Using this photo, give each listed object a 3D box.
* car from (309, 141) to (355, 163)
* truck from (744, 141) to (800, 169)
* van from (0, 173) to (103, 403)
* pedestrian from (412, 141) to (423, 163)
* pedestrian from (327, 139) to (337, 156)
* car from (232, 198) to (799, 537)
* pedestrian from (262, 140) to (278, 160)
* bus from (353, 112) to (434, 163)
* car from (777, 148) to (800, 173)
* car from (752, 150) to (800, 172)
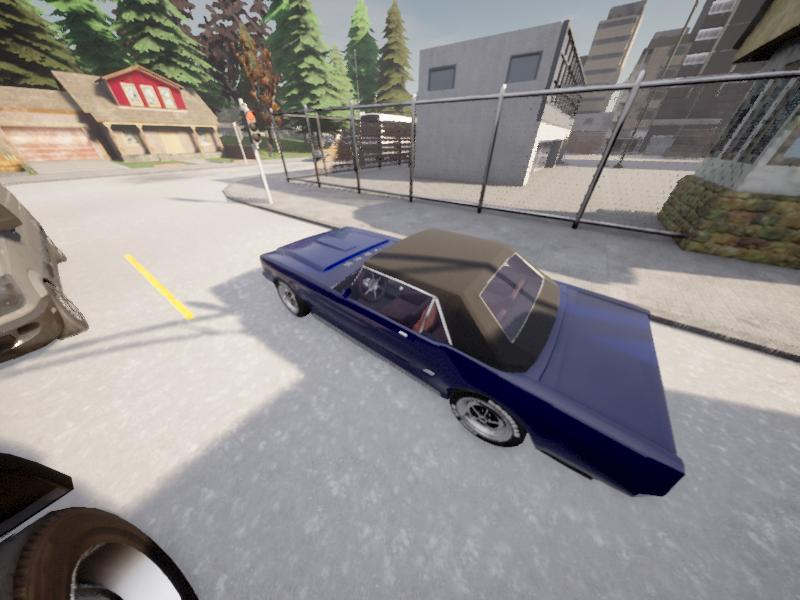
[{"bbox_3d":[-7.510,-16.676,25.908,1.932,1.855,4.605,22,40,27],"label":"car"},{"bbox_3d":[36.706,-13.500,21.465,4.478,2.038,2.069,23,41,28],"label":"truck"},{"bbox_3d":[-6.665,-0.893,2.959,5.915,2.561,1.988,24,41,30],"label":"van"},{"bbox_3d":[1.750,-15.011,23.403,0.751,1.860,0.751,-21,40,-27],"label":"pedestrian"},{"bbox_3d":[-9.160,-20.450,31.047,0.751,1.860,0.751,23,41,28],"label":"pedestrian"},{"bbox_3d":[0.152,-0.148,3.002,4.718,1.301,1.895,24,41,29],"label":"car"},{"bbox_3d":[-14.203,-16.416,25.282,0.751,1.860,0.751,22,41,28],"label":"pedestrian"},{"bbox_3d":[-0.349,-19.411,27.783,3.944,4.253,10.273,22,41,28],"label":"bus"},{"bbox_3d":[34.006,-11.460,18.965,1.789,1.547,3.705,23,41,28],"label":"car"},{"bbox_3d":[34.268,-11.454,19.082,5.357,1.415,2.033,23,41,28],"label":"car"}]
